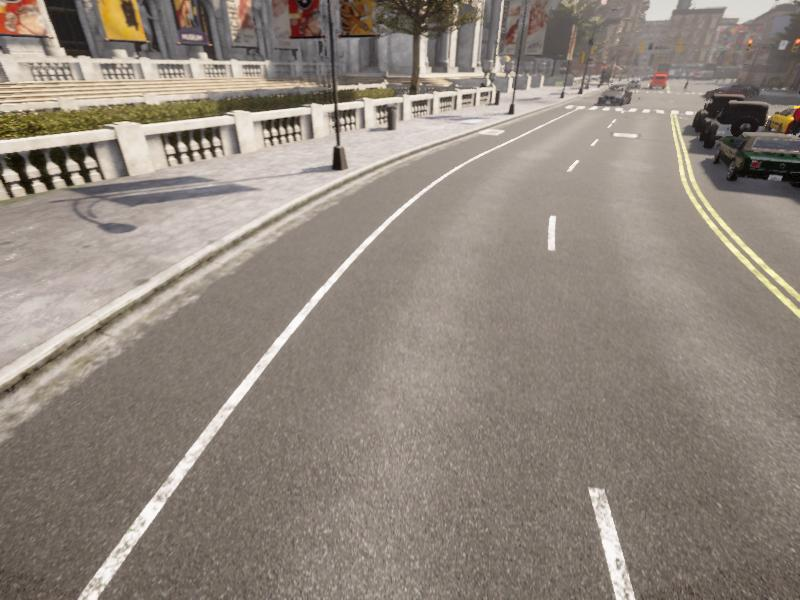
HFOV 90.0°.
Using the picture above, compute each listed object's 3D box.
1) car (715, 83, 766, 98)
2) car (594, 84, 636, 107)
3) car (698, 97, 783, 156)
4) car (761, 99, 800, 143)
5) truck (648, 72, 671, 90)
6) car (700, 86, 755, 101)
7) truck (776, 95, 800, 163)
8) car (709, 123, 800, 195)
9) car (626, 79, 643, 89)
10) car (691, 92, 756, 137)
[{"bbox_3d":[43.923,-27.126,51.723,1.812,1.442,4.674,-8,32,-13],"label":"car"},{"bbox_3d":[20.285,-19.270,37.642,2.242,1.667,4.611,22,36,32],"label":"car"},{"bbox_3d":[14.830,-7.783,17.704,1.905,1.878,3.866,16,34,25],"label":"car"},{"bbox_3d":[20.792,-9.360,20.817,1.801,1.575,5.366,16,34,25],"label":"car"},{"bbox_3d":[44.394,-37.521,68.470,2.627,2.467,5.204,16,34,25],"label":"truck"},{"bbox_3d":[36.575,-23.090,44.768,4.181,1.385,1.994,-1,30,-3],"label":"car"},{"bbox_3d":[16.249,-6.289,13.267,2.891,3.827,8.468,16,34,24],"label":"truck"},{"bbox_3d":[11.798,-4.750,13.058,1.895,1.301,4.718,15,33,23],"label":"car"},{"bbox_3d":[40.126,-36.914,68.336,1.970,1.475,3.806,17,34,25],"label":"car"},{"bbox_3d":[17.715,-10.350,22.143,1.905,1.878,3.866,16,34,24],"label":"car"}]
